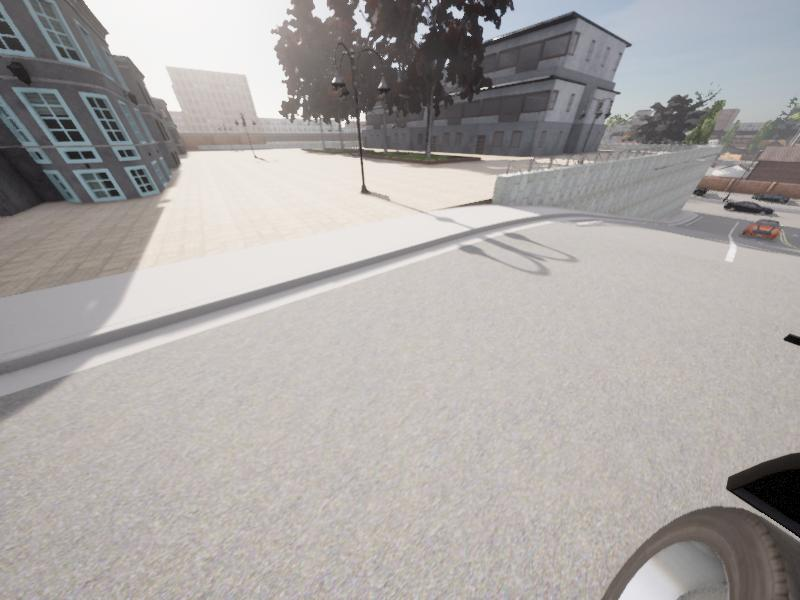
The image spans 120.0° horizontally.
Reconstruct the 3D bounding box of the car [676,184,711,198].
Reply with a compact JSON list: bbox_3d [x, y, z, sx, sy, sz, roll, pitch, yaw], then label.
[{"bbox_3d":[60.497,-22.535,47.668,1.905,1.878,3.866,-22,41,-28],"label":"car"}]

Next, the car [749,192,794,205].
[{"bbox_3d":[68.920,-18.992,42.964,1.994,1.385,4.181,-22,41,-28],"label":"car"}]

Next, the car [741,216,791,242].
[{"bbox_3d":[38.564,-7.612,24.479,4.553,1.767,2.097,-16,38,-32],"label":"car"}]

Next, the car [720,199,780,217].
[{"bbox_3d":[55.768,-14.751,36.929,1.882,1.535,5.008,-22,41,-28],"label":"car"}]
